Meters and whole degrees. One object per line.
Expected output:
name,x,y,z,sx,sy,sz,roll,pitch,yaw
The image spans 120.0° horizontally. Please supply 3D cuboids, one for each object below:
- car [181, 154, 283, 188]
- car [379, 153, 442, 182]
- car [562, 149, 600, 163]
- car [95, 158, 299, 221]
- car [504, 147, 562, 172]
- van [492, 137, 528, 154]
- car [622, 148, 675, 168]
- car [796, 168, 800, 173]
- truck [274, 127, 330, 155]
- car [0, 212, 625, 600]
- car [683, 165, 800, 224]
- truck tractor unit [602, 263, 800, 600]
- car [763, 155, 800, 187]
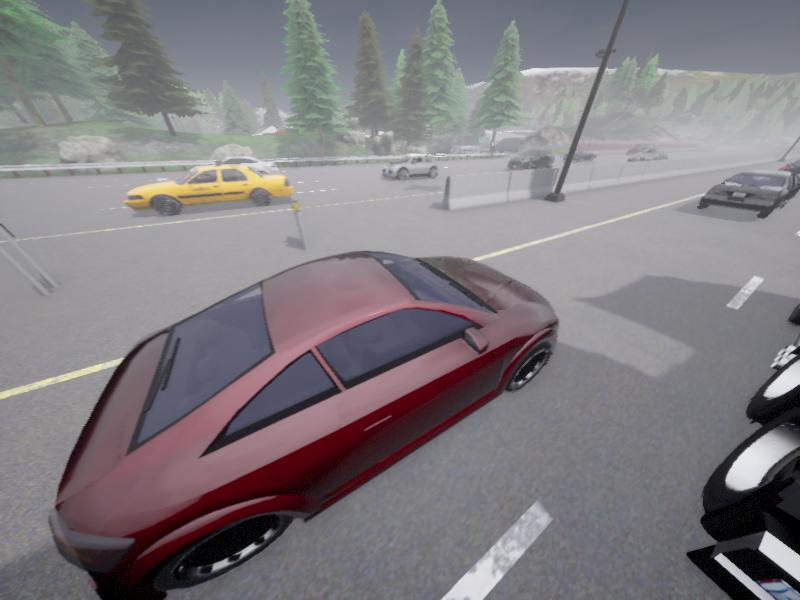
car,-10.064,-8.067,14.259,4.674,1.442,1.812,-18,39,-24
car,0.752,-9.289,16.092,3.806,1.475,1.970,-18,39,-24
car,23.909,-19.047,30.510,4.718,1.301,1.895,-18,39,-24
car,-7.098,-4.474,8.997,5.366,1.575,1.801,-18,39,-24
car,12.347,-13.186,21.532,4.553,1.767,2.097,-18,39,-24
van,21.322,-30.293,45.229,1.988,2.561,5.915,-18,39,-25
car,27.383,-15.694,25.435,5.027,1.651,2.152,-18,39,-24
car,38.874,-12.471,20.988,4.974,1.542,2.038,-18,39,-24
truck,-17.604,-28.849,41.988,8.468,3.827,2.891,-16,38,-22
car,-0.220,0.297,2.385,4.181,1.385,1.994,-18,39,-24
car,14.199,-4.397,9.255,5.357,1.411,2.033,-18,39,-24
truck tractor unit,5.110,-0.300,0.793,6.516,4.208,3.053,-18,39,-24
car,27.000,-8.613,15.325,4.974,1.542,2.038,-18,39,-24
